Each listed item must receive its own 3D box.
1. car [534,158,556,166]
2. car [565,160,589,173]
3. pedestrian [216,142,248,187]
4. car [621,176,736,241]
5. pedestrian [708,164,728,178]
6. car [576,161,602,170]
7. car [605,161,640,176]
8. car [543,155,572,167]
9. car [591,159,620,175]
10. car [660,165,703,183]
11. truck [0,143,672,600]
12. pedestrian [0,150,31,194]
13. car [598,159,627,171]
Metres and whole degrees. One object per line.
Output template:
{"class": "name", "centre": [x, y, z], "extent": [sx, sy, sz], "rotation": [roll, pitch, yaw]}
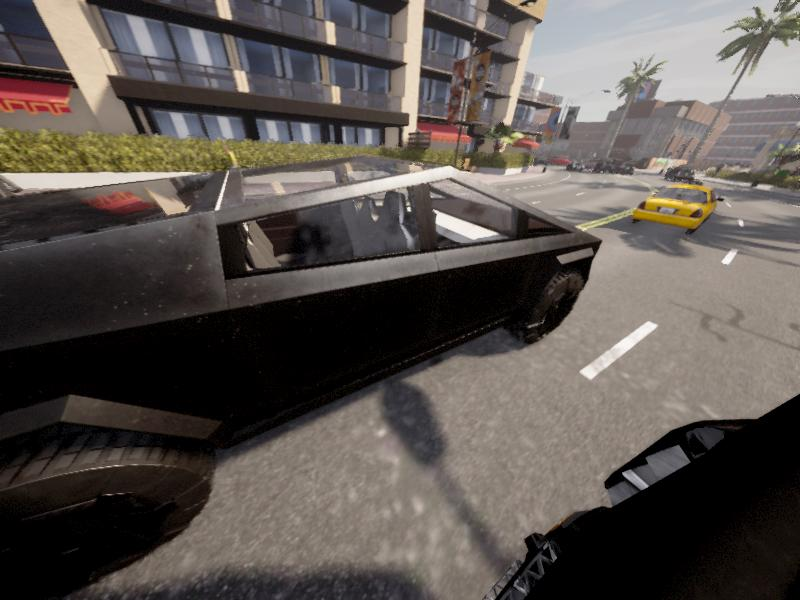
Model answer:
{"class": "car", "centre": [33.916, -32.341, 54.073], "extent": [1.994, 1.385, 4.181], "rotation": [-2, 34, -8]}
{"class": "car", "centre": [28.578, -21.687, 37.502], "extent": [1.970, 1.475, 3.806], "rotation": [14, 35, 16]}
{"class": "pedestrian", "centre": [-8.405, -6.765, 11.579], "extent": [0.751, 1.860, 0.751], "rotation": [-18, 39, -28]}
{"class": "car", "centre": [11.120, -3.832, 9.145], "extent": [5.366, 1.575, 1.801], "rotation": [-21, 40, -31]}
{"class": "pedestrian", "centre": [48.294, -19.591, 35.104], "extent": [0.751, 1.860, 0.751], "rotation": [14, 35, 17]}
{"class": "car", "centre": [37.884, -27.096, 46.454], "extent": [1.994, 1.385, 4.181], "rotation": [3, 33, 0]}
{"class": "car", "centre": [35.699, -21.271, 37.216], "extent": [2.242, 1.667, 4.611], "rotation": [13, 35, 14]}
{"class": "car", "centre": [37.291, -33.078, 54.845], "extent": [2.150, 2.045, 5.566], "rotation": [-4, 34, -10]}
{"class": "car", "centre": [31.399, -20.445, 35.452], "extent": [1.905, 1.878, 3.866], "rotation": [15, 35, 17]}
{"class": "car", "centre": [35.579, -16.042, 29.362], "extent": [1.851, 1.617, 3.988], "rotation": [18, 37, 22]}
{"class": "truck", "centre": [-0.499, -0.295, 2.480], "extent": [6.274, 2.098, 2.390], "rotation": [-16, 38, -26]}
{"class": "pedestrian", "centre": [-14.765, -4.867, 8.246], "extent": [0.751, 1.860, 0.751], "rotation": [-18, 39, -28]}
{"class": "car", "centre": [41.060, -26.126, 44.735], "extent": [1.905, 1.878, 3.866], "rotation": [5, 32, 4]}
